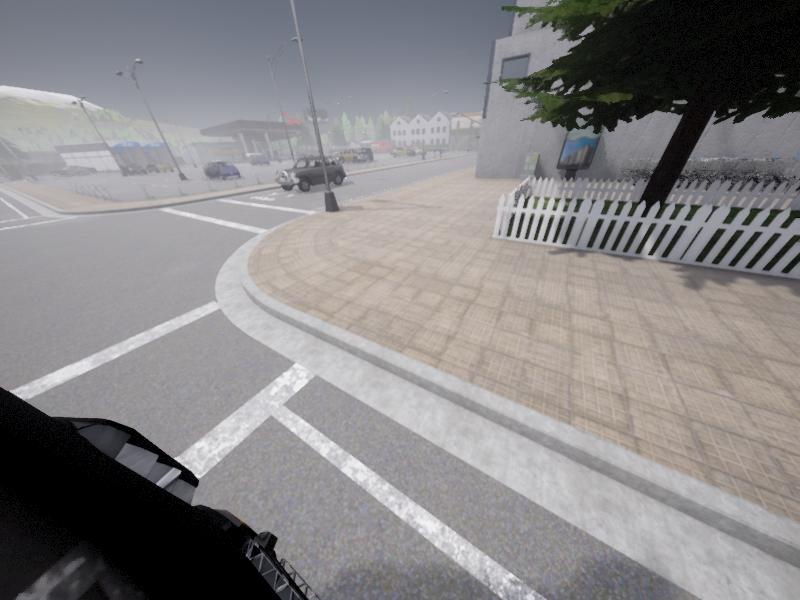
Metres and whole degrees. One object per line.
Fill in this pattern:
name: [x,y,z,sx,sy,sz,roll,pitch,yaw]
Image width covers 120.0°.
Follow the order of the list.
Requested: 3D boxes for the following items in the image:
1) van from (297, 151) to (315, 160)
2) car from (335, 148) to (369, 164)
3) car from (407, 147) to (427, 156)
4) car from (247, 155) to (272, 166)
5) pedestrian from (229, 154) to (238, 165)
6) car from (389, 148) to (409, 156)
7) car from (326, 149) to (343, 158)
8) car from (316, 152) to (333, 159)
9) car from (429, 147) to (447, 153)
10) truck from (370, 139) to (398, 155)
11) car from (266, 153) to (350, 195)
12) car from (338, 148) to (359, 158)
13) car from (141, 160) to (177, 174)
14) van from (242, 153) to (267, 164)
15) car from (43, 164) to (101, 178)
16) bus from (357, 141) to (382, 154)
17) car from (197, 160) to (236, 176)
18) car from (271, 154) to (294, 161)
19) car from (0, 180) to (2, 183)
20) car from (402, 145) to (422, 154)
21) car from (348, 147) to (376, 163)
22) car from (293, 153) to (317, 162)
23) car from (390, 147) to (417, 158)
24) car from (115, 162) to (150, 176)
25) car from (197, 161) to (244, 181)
van: [-28.045,-43.186,68.819,1.775,1.987,4.442,17,39,27]
car: [-7.221,-21.615,34.731,4.605,1.855,1.932,17,38,27]
car: [3.776,-32.521,50.538,3.806,1.475,1.970,17,38,27]
car: [-24.877,-24.560,40.797,3.633,1.501,1.845,17,38,27]
pedestrian: [-36.556,-30.920,50.837,0.751,1.860,0.751,17,38,27]
car: [-0.289,-36.119,56.338,4.514,1.523,2.007,17,38,27]
car: [-17.415,-39.234,61.821,3.866,1.878,1.905,17,38,27]
car: [-19.670,-37.532,59.943,3.806,1.475,1.970,17,38,27]
car: [10.747,-42.664,65.551,4.718,1.301,1.895,17,39,27]
truck: [-5.176,-48.672,73.408,8.468,3.827,2.891,17,39,27]
car: [-5.709,-8.330,15.068,1.932,1.855,4.605,17,39,27]
car: [-12.452,-35.532,55.958,4.605,1.855,1.932,17,38,27]
car: [-37.622,-20.779,36.055,5.027,1.636,2.152,17,38,27]
van: [-36.326,-35.590,57.980,2.069,2.038,4.480,17,39,27]
car: [-55.126,-21.787,38.983,1.930,1.638,5.238,17,39,27]
bus: [-12.246,-62.238,94.200,3.944,4.253,10.273,17,39,27]
car: [-21.831,-15.736,27.474,3.806,1.475,1.970,17,38,27]
car: [-32.214,-39.178,63.466,2.038,1.542,4.974,17,39,27]
car: [-60.198,-17.052,32.388,1.816,1.474,4.193,17,39,27]
car: [3.683,-45.172,69.151,5.566,2.045,2.150,17,39,27]
car: [-6.046,-23.163,36.931,3.866,1.878,1.905,17,38,27]
car: [-19.593,-29.457,47.722,4.514,1.523,2.007,17,38,27]
car: [0.677,-29.361,45.880,5.027,1.636,2.152,17,38,27]
car: [-39.225,-19.222,33.853,4.514,1.523,2.007,17,38,27]
car: [-17.089,-12.327,22.010,3.633,1.501,1.845,17,38,27]
